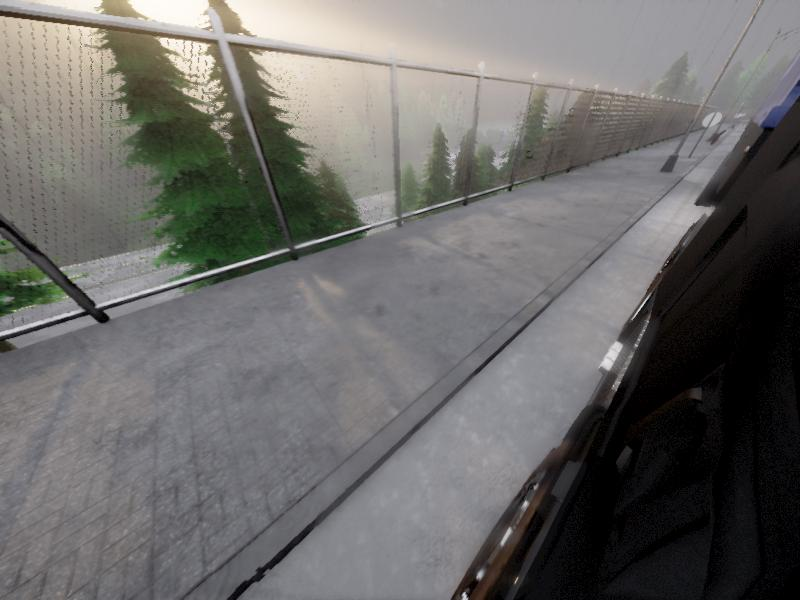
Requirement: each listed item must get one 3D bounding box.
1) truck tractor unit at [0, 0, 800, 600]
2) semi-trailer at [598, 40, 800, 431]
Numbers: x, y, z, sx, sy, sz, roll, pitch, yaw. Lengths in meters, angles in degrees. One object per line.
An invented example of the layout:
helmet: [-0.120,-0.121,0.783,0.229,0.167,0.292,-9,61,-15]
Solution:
truck tractor unit: [2.645,-0.295,0.352,6.516,4.208,3.053,-28,44,-30]
semi-trailer: [8.691,-3.585,4.271,14.254,4.402,2.717,-28,43,-30]
